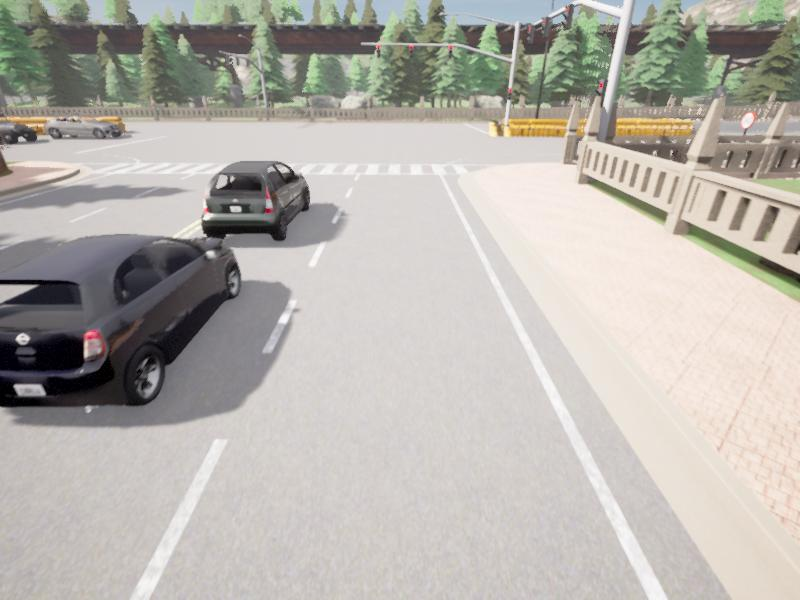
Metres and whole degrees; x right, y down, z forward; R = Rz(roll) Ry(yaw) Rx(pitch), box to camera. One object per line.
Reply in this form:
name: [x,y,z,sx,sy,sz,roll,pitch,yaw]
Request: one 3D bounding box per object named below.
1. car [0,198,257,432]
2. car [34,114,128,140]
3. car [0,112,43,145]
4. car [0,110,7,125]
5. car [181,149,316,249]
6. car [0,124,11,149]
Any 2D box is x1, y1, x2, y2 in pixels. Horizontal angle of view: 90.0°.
car: [-3.506,-0.174,5.283,1.845,1.501,3.633,0,27,0]
car: [-24.054,-13.136,30.332,5.027,1.651,2.152,0,27,0]
car: [-27.298,-11.669,27.161,3.866,1.878,1.905,0,27,0]
car: [-45.742,-19.554,42.864,4.892,1.490,1.837,1,27,0]
car: [-3.509,-2.763,10.245,1.851,1.617,3.988,0,27,0]
car: [-26.783,-9.838,24.167,4.181,1.385,1.994,0,27,0]
